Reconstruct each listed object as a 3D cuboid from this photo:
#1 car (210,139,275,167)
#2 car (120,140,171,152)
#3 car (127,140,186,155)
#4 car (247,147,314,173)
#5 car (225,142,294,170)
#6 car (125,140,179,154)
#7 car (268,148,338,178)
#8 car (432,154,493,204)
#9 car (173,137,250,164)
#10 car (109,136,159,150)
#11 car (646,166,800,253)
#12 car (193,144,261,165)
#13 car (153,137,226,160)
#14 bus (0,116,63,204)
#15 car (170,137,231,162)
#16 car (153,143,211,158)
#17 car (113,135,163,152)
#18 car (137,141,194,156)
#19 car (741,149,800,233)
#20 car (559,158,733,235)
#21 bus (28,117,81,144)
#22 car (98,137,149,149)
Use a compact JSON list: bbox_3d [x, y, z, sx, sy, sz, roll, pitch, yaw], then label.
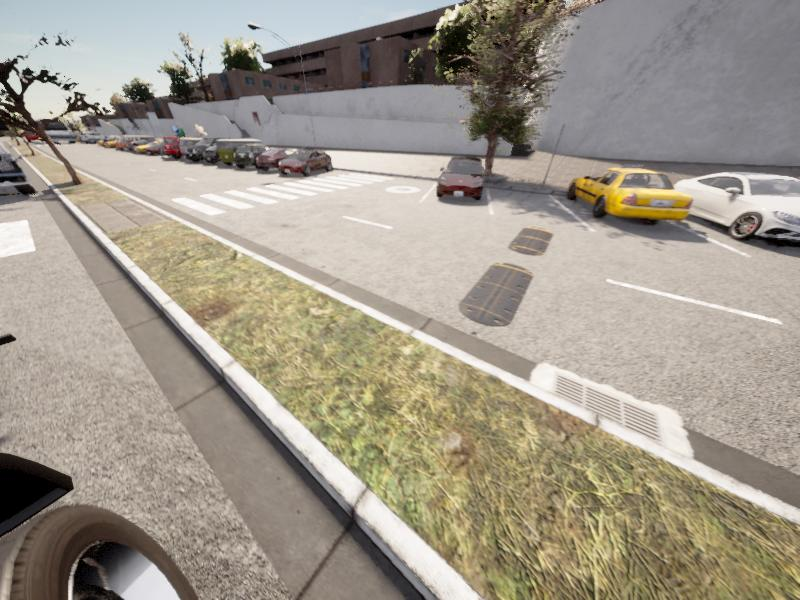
[{"bbox_3d":[-13.992,-13.428,20.992,1.878,1.987,4.442,9,36,12],"label":"car"},{"bbox_3d":[-38.339,-23.359,35.019,2.002,1.452,4.674,10,36,12],"label":"car"},{"bbox_3d":[-33.514,-21.225,32.071,1.946,1.575,5.366,10,36,12],"label":"car"},{"bbox_3d":[-9.167,-11.117,18.243,2.002,1.452,4.674,9,36,12],"label":"car"},{"bbox_3d":[-11.601,-12.252,19.529,2.185,1.767,4.553,9,36,12],"label":"car"},{"bbox_3d":[-35.900,-22.348,33.655,2.163,1.488,4.792,10,36,12],"label":"car"},{"bbox_3d":[-6.720,-10.091,16.804,2.163,1.488,4.792,10,36,12],"label":"car"},{"bbox_3d":[3.061,-6.012,11.161,2.163,1.488,4.792,10,36,12],"label":"car"},{"bbox_3d":[-18.882,-15.396,23.664,2.435,2.045,5.566,10,36,12],"label":"car"},{"bbox_3d":[-43.204,-25.563,37.670,2.185,1.767,4.553,10,36,12],"label":"car"},{"bbox_3d":[10.407,-2.968,6.954,2.002,1.452,4.674,10,36,12],"label":"car"},{"bbox_3d":[-16.456,-14.188,22.425,2.231,1.521,4.892,9,35,12],"label":"car"},{"bbox_3d":[-23.737,-17.457,26.516,2.435,2.045,5.566,9,36,12],"label":"car"},{"bbox_3d":[-19.910,-7.016,9.879,10.273,4.253,3.944,23,41,28],"label":"bus"},{"bbox_3d":[-21.337,-16.340,25.010,1.878,1.987,4.442,10,36,12],"label":"car"},{"bbox_3d":[-26.180,-18.218,28.055,2.002,1.452,4.674,9,36,12],"label":"car"},{"bbox_3d":[-40.782,-24.549,36.159,1.878,1.987,4.442,10,36,12],"label":"car"},{"bbox_3d":[-31.046,-20.256,30.822,2.163,1.488,4.792,10,36,12],"label":"car"},{"bbox_3d":[12.853,-2.173,5.345,2.435,2.045,5.566,10,36,12],"label":"car"},{"bbox_3d":[8.001,-4.119,8.490,1.946,1.575,5.366,9,35,12],"label":"car"},{"bbox_3d":[-72.011,-35.256,48.177,10.273,4.253,3.944,23,41,28],"label":"bus"},{"bbox_3d":[-48.105,-27.471,40.373,1.946,1.575,5.366,11,36,12],"label":"car"}]
